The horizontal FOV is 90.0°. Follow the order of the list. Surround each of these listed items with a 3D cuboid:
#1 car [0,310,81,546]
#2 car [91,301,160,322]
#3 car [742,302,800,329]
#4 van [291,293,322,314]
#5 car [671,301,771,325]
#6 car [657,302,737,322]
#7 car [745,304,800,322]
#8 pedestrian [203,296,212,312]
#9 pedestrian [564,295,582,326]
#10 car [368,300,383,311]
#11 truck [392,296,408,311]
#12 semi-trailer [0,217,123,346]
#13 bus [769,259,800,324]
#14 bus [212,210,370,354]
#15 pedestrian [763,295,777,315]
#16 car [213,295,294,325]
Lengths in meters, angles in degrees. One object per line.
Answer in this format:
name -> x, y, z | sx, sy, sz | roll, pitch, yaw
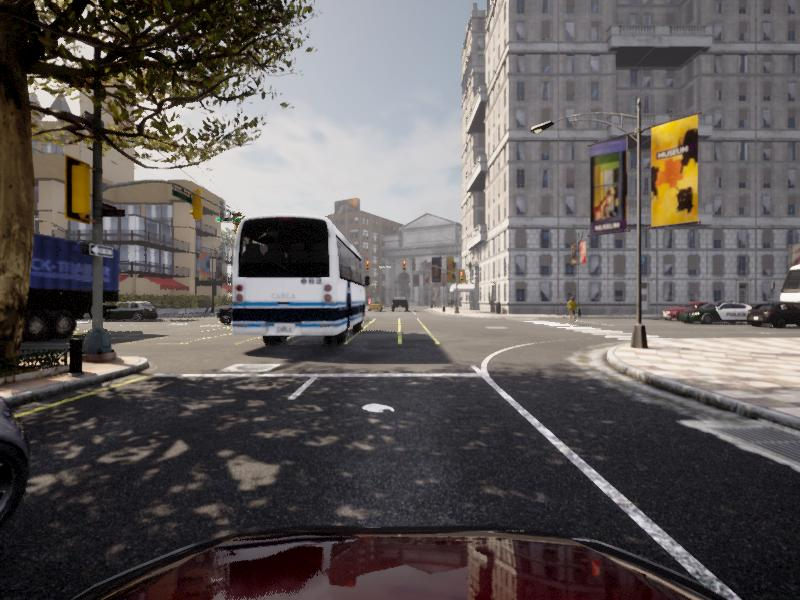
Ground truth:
car -> -3.492, 0.825, 1.406 | 1.845, 1.501, 3.633 | 0, 0, 0
car -> -20.355, 0.849, 29.777 | 3.806, 1.475, 1.970 | 0, 0, 0
car -> 22.546, 0.851, 23.029 | 4.193, 1.474, 1.816 | 0, 0, 0
van -> -11.502, 0.371, 49.802 | 2.351, 2.431, 6.366 | 0, 0, 0
car -> 21.155, 0.822, 26.511 | 4.974, 1.542, 2.038 | 0, 0, 0
car -> 22.211, 0.865, 30.011 | 4.674, 1.442, 1.812 | 0, 0, 0
car -> 29.057, 0.939, 30.045 | 4.718, 1.301, 1.895 | 0, 0, 0
pedestrian -> -22.219, 0.478, 46.173 | 0.751, 1.860, 0.751 | 0, 0, 0
pedestrian -> 10.509, 0.634, 24.345 | 0.751, 1.860, 0.751 | 0, 0, 0
car -> -3.500, 0.793, 58.215 | 1.801, 1.575, 5.366 | 0, 0, 0
truck -> 0.000, 0.532, 59.439 | 2.390, 2.098, 6.274 | 0, 0, 0
semi-trailer -> -15.005, -0.620, 12.580 | 2.717, 4.402, 14.254 | 0, 0, 0
bus -> 31.364, -0.538, 26.425 | 10.273, 4.253, 3.944 | 0, 0, 0
bus -> -3.620, -0.536, 17.008 | 3.944, 4.253, 10.273 | 0, 0, 0
pedestrian -> 36.109, 0.479, 39.030 | 0.751, 1.860, 0.751 | 0, 0, 13
car -> -9.558, 0.647, 26.333 | 4.605, 1.855, 1.932 | 0, 0, 0
